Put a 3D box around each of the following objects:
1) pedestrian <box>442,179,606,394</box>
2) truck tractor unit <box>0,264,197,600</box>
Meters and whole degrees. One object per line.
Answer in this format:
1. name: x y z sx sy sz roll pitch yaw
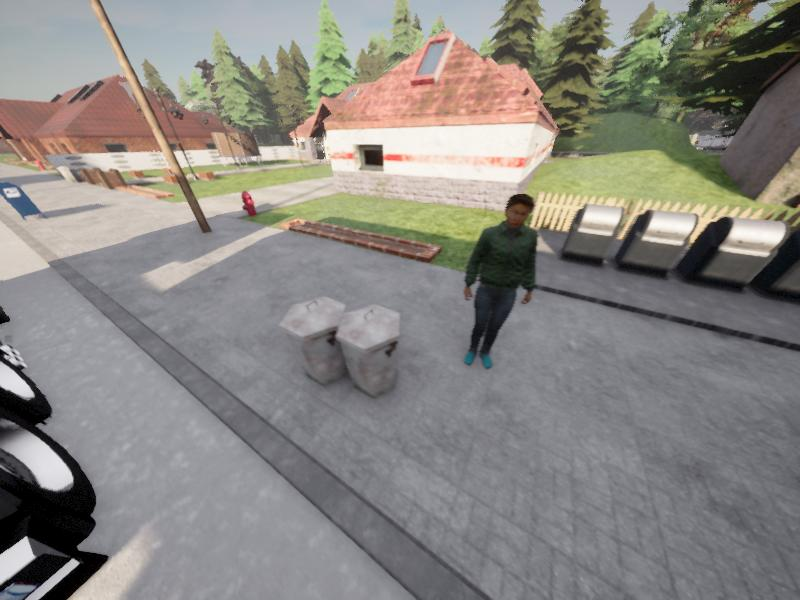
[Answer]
1. pedestrian: 0.916 -0.061 2.225 0.751 1.860 0.751 9 36 13
2. truck tractor unit: -5.113 -0.299 0.777 6.516 4.208 3.053 18 39 24
